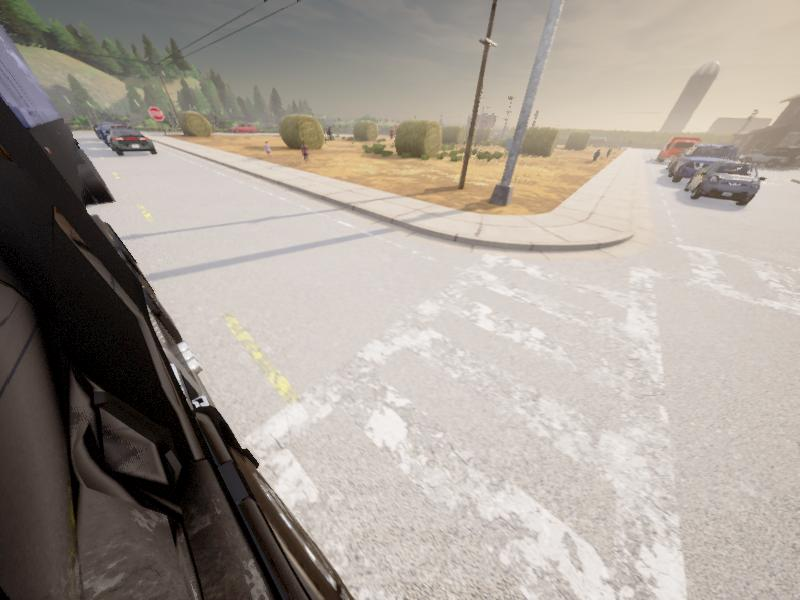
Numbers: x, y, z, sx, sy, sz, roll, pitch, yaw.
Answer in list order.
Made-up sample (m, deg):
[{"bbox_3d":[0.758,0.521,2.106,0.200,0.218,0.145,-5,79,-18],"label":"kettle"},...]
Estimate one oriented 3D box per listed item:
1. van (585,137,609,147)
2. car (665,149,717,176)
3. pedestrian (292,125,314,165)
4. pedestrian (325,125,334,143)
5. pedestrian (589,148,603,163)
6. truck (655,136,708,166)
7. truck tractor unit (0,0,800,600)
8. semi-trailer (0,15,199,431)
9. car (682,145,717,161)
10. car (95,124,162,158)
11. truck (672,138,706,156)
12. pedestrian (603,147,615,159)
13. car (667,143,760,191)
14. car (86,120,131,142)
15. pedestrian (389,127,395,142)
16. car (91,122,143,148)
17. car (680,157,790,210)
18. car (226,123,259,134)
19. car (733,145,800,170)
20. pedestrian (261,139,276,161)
[{"bbox_3d":[55.451,-44.611,65.008,4.480,2.038,2.069,29,44,31],"label":"van"},{"bbox_3d":[23.537,-11.291,18.877,1.789,1.549,3.705,29,44,30],"label":"car"},{"bbox_3d":[-5.483,-8.837,13.222,0.751,1.860,0.751,-7,38,-12],"label":"pedestrian"},{"bbox_3d":[-8.868,-21.037,29.261,0.751,1.860,0.751,-12,39,-19],"label":"pedestrian"},{"bbox_3d":[17.970,-13.213,21.171,0.500,1.100,0.500,-25,45,-32],"label":"pedestrian"},{"bbox_3d":[30.981,-16.668,25.705,2.627,2.467,5.204,28,44,31],"label":"truck"},{"bbox_3d":[-2.645,-0.295,0.351,6.516,4.208,3.053,28,44,30],"label":"truck tractor unit"},{"bbox_3d":[-8.569,-3.692,4.349,14.254,4.402,2.717,30,45,31],"label":"semi-trailer"},{"bbox_3d":[43.695,-21.584,33.837,2.152,1.651,5.027,29,44,30],"label":"car"},{"bbox_3d":[-18.651,-10.979,15.839,4.974,1.542,2.038,29,44,31],"label":"car"},{"bbox_3d":[53.080,-28.194,42.540,2.627,2.467,5.204,29,44,30],"label":"truck"},{"bbox_3d":[23.167,-16.264,25.573,0.500,1.100,0.500,28,44,30],"label":"pedestrian"},{"bbox_3d":[19.238,-8.598,14.599,2.150,2.045,5.566,29,44,30],"label":"car"},{"bbox_3d":[-28.887,-16.757,22.901,4.514,1.525,2.007,29,44,31],"label":"car"},{"bbox_3d":[-1.346,-27.354,38.165,0.751,1.860,0.751,-3,37,-8],"label":"pedestrian"},{"bbox_3d":[-23.714,-13.843,19.333,5.008,1.535,1.882,29,44,31],"label":"car"},{"bbox_3d":[14.811,-5.448,10.538,1.845,1.501,3.633,28,44,30],"label":"car"},{"bbox_3d":[-29.120,-31.725,42.798,2.007,1.525,4.514,32,46,33],"label":"car"},{"bbox_3d":[39.732,-15.322,24.741,1.905,1.878,3.866,-4,35,1],"label":"car"},{"bbox_3d":[-8.147,-9.301,14.317,0.500,1.100,0.500,-12,39,-19],"label":"pedestrian"}]
